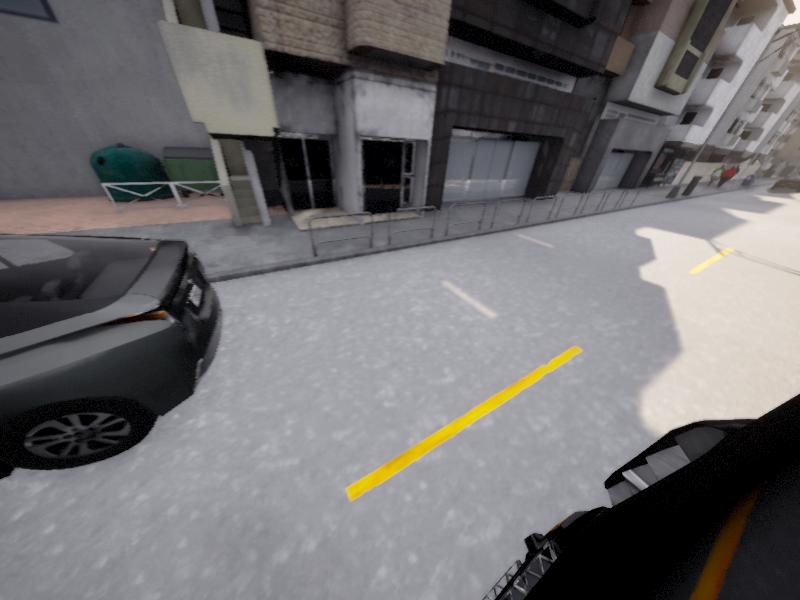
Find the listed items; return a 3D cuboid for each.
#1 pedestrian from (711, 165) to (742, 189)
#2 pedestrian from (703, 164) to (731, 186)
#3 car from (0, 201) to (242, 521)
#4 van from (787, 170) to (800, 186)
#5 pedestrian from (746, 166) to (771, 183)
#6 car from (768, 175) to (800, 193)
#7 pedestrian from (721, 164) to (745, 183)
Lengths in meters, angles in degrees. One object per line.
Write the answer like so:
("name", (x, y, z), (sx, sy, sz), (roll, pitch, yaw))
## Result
("pedestrian", (29.248, -11.048, 20.736), (0.751, 1.860, 0.751), (-19, 40, -30))
("pedestrian", (31.465, -12.420, 22.949), (0.751, 1.860, 0.751), (-18, 39, -28))
("car", (-3.880, 0.546, 1.420), (4.514, 1.525, 2.007), (-16, 38, -26))
("van", (53.622, -16.071, 30.188), (4.480, 2.038, 2.069), (-16, 38, -26))
("pedestrian", (45.021, -15.802, 29.045), (0.751, 1.860, 0.751), (-11, 36, -20))
("car", (40.500, -12.022, 23.806), (4.718, 1.301, 1.895), (-16, 38, -26))
("pedestrian", (39.601, -15.019, 27.454), (0.751, 1.860, 0.751), (-17, 39, -27))
